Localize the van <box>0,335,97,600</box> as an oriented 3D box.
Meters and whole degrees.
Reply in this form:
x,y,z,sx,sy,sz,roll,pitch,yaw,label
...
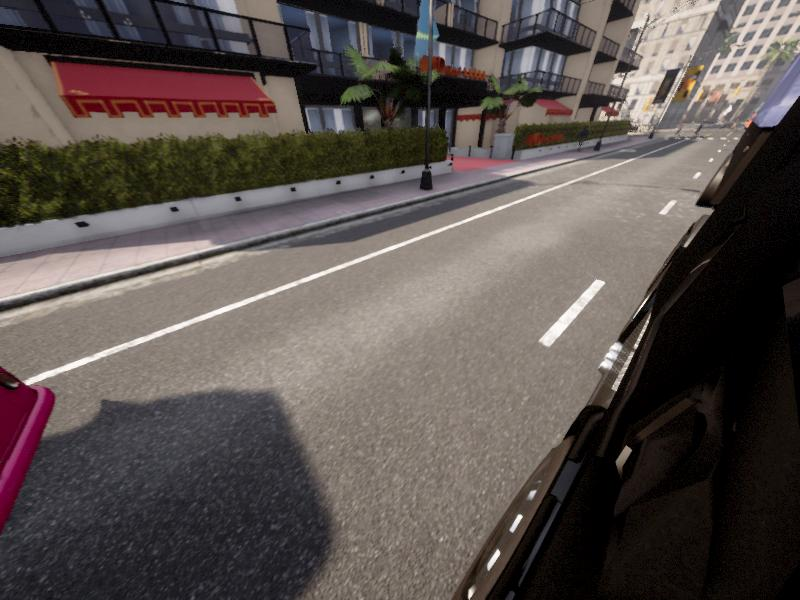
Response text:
x,y,z,sx,sy,sz,roll,pitch,yaw,label
-4.281,1.518,0.113,4.442,1.987,1.775,-28,43,-30,van

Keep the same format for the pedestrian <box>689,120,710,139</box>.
x,y,z,sx,sy,sz,roll,pitch,yaw,label
37.766,-21.526,29.155,0.751,1.860,0.751,-25,42,-28,pedestrian

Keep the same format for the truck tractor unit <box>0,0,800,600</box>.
x,y,z,sx,sy,sz,roll,pitch,yaw,label
2.645,-0.295,0.351,6.516,4.208,3.053,-28,44,-30,truck tractor unit

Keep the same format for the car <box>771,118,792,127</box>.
x,y,z,sx,sy,sz,roll,pitch,yaw,label
84.300,-39.248,51.044,4.193,1.474,1.816,-27,43,-30,car

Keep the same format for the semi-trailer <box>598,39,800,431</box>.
x,y,z,sx,sy,sz,roll,pitch,yaw,label
8.703,-3.573,4.264,14.254,4.402,2.717,-28,43,-30,semi-trailer

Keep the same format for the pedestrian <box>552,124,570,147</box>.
x,y,z,sx,sy,sz,roll,pitch,yaw,label
16.415,-16.782,23.614,0.751,1.860,0.751,-27,43,-30,pedestrian

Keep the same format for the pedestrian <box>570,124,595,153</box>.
x,y,z,sx,sy,sz,roll,pitch,yaw,label
14.557,-12.888,18.436,0.751,1.860,0.751,-23,41,-26,pedestrian

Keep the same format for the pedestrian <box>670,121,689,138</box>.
x,y,z,sx,sy,sz,roll,pitch,yaw,label
36.957,-22.512,30.534,0.751,1.860,0.751,-28,43,-30,pedestrian
